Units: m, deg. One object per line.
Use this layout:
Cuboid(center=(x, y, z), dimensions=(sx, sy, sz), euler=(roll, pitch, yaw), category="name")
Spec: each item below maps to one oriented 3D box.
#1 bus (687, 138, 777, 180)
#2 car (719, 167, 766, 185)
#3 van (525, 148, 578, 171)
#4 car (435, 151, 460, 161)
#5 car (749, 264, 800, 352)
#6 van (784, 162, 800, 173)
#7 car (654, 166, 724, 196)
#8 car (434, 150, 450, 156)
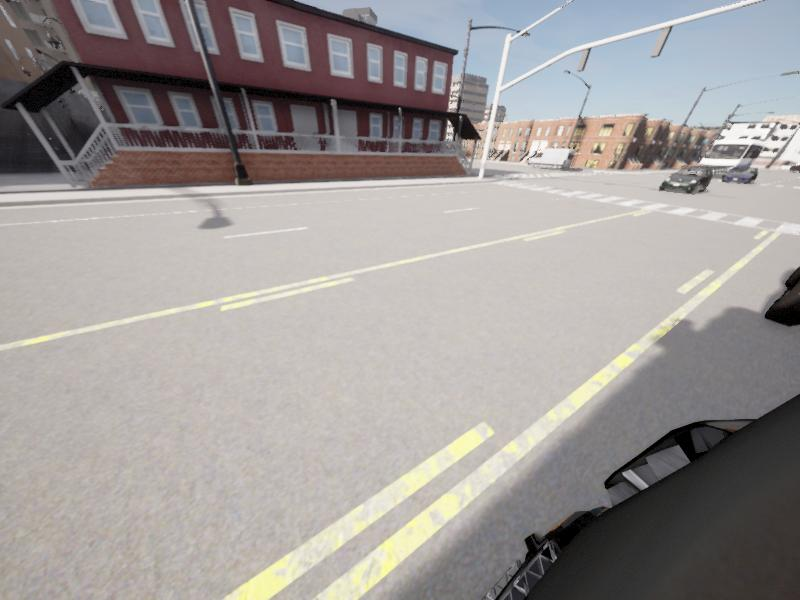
Cuboid(center=(44.388, -18.848, 30.920), dimensions=(10.273, 4.253, 3.944), euler=(-16, 38, -26), category="bus")
Cuboid(center=(35.881, -13.033, 24.201), dimensions=(4.193, 1.474, 1.816), euler=(-16, 38, -26), category="car")
Cuboid(center=(22.213, -20.877, 34.212), dimensions=(1.988, 2.561, 5.915), euler=(-16, 38, -25), category="van")
Cuboid(center=(9.458, -29.282, 46.889), dimensions=(1.930, 1.638, 5.238), euler=(-16, 37, -25), category="car")
Cuboid(center=(7.357, -0.315, 3.069), dimensions=(3.866, 1.878, 1.905), euler=(-16, 38, -26), category="car")
Cuboid(center=(90.387, -29.493, 51.584), dimensions=(2.069, 2.038, 4.480), euler=(12, 35, 14), category="van")
Cuboid(center=(20.642, -8.600, 16.538), dimensions=(3.988, 1.617, 1.851), euler=(-16, 38, -26), category="car")
Cuboid(center=(13.316, -46.657, 73.280), dimensions=(5.008, 1.535, 1.882), euler=(-17, 38, -26), category="car")
